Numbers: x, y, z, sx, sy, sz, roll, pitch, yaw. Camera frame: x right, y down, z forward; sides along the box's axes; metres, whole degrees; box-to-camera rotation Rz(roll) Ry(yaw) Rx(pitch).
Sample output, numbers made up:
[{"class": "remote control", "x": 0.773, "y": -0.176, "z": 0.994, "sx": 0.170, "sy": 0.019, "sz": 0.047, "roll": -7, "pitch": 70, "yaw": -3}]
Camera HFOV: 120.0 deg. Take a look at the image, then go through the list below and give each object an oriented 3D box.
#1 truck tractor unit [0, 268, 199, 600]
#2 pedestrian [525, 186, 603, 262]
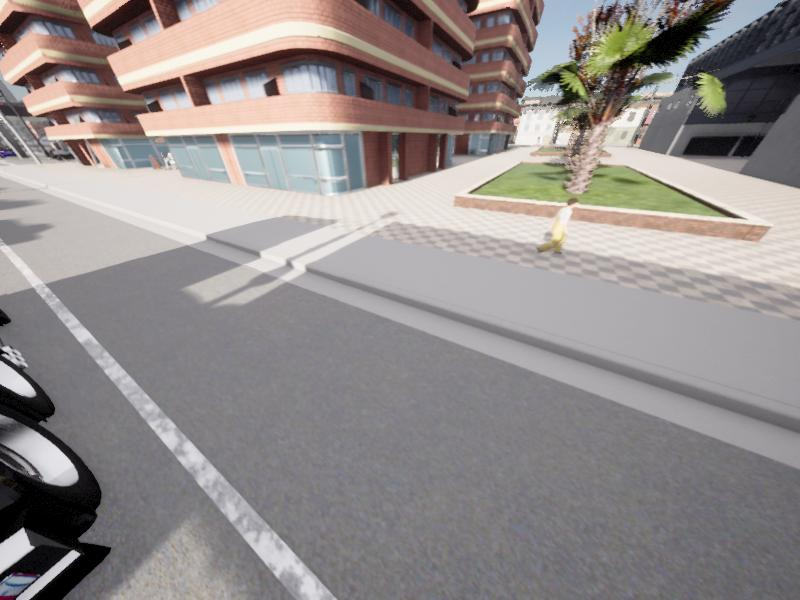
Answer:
[{"class": "truck tractor unit", "x": -5.154, "y": -0.248, "z": 0.778, "sx": 6.516, "sy": 4.208, "sz": 3.053, "roll": 17, "pitch": 40, "yaw": 24}, {"class": "pedestrian", "x": 3.259, "y": -1.567, "z": 4.769, "sx": 0.751, "sy": 1.300, "sz": 0.751, "roll": 7, "pitch": 35, "yaw": 10}]
